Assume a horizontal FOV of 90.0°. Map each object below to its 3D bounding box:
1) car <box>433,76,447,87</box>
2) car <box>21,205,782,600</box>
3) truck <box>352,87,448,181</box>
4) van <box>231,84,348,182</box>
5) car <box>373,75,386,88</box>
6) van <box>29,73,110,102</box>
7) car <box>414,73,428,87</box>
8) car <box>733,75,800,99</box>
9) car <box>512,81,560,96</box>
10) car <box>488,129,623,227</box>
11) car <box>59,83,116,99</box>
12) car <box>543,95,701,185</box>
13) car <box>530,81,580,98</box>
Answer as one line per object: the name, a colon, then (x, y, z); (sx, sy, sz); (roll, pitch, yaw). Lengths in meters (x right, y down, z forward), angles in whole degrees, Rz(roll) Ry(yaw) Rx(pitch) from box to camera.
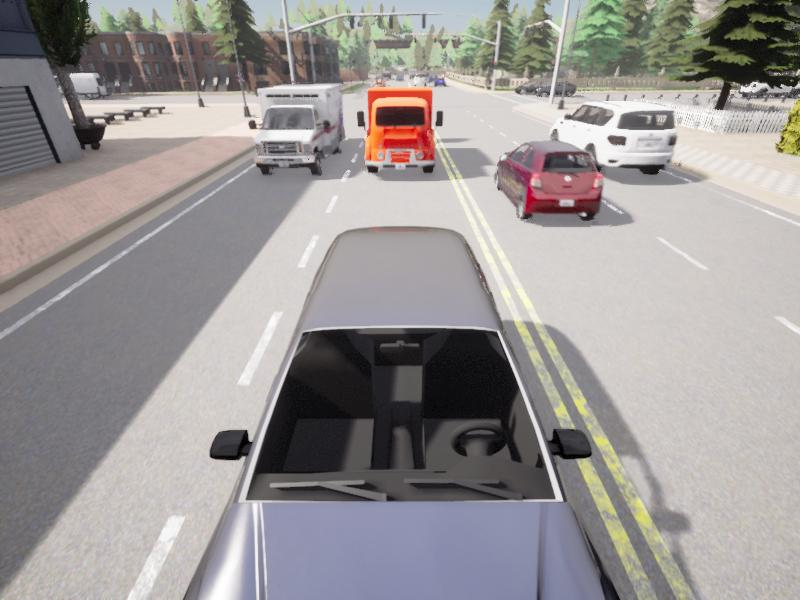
car: (7.018, -38.494, 70.439); (2.007, 1.525, 4.514); (0, 30, 0)
car: (0.004, 0.766, 3.059); (2.242, 1.667, 4.611); (0, 30, 0)
truck: (0.005, -5.935, 13.790); (2.627, 2.467, 5.204); (0, 28, 0)
van: (-3.496, -6.289, 14.417); (2.351, 2.431, 6.366); (0, 30, 0)
car: (-3.482, -37.431, 68.383); (2.097, 1.767, 4.553); (0, 30, 0)
van: (-35.477, -22.990, 43.173); (5.915, 2.561, 1.988); (-8, 31, -14)
car: (3.517, -38.238, 69.453); (2.150, 2.045, 5.566); (0, 30, 0)
car: (38.253, -21.891, 41.146); (5.566, 2.045, 2.150); (0, 30, 0)
car: (16.037, -25.105, 47.404); (4.792, 1.488, 2.163); (0, 30, 0)
car: (3.508, -3.159, 9.884); (1.845, 1.501, 3.633); (0, 30, 0)
car: (-36.208, -24.295, 46.503); (4.514, 1.525, 2.007); (-8, 31, -14)
car: (7.007, -5.668, 13.638); (2.150, 2.045, 5.566); (0, 30, 0)
car: (17.129, -23.366, 44.372); (4.514, 1.525, 2.007); (0, 30, 0)
